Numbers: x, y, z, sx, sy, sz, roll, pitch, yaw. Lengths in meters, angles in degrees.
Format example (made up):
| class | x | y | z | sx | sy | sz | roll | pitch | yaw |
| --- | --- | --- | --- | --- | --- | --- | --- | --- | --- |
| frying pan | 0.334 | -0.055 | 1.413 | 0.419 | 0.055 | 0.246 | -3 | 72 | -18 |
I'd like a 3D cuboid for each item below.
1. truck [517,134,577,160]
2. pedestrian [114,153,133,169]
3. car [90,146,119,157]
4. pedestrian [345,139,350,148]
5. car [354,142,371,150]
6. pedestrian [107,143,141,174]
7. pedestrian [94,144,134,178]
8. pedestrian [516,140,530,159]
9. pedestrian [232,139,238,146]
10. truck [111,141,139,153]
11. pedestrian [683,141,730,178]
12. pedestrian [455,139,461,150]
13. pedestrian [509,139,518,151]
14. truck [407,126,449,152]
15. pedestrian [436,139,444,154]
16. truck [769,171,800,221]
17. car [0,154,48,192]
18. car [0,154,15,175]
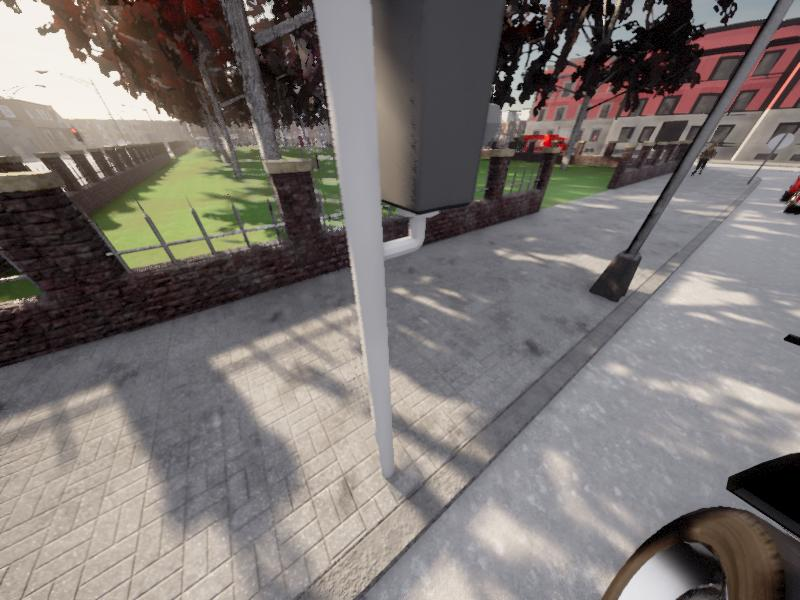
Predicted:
| class | x | y | z | sx | sy | sz | roll | pitch | yaw |
| --- | --- | --- | --- | --- | --- | --- | --- | --- | --- |
| truck | 18.157 | -19.172 | 28.865 | 2.627 | 2.467 | 5.204 | -23 | 41 | -28 |
| pedestrian | -23.567 | -11.822 | 19.683 | 0.500 | 1.100 | 0.500 | 21 | 40 | 27 |
| car | -50.984 | -25.787 | 40.004 | 1.812 | 1.442 | 4.674 | -22 | 41 | -28 |
| pedestrian | -13.663 | -40.538 | 59.721 | 0.751 | 1.860 | 0.751 | -26 | 42 | -31 |
| car | -10.163 | -41.782 | 62.519 | 2.152 | 1.651 | 5.027 | -22 | 41 | -28 |
| pedestrian | -20.240 | -10.408 | 16.992 | 0.751 | 1.860 | 0.751 | -22 | 41 | -28 |
| pedestrian | -18.627 | -9.088 | 15.107 | 0.751 | 1.860 | 0.751 | -22 | 41 | -28 |
| pedestrian | 14.231 | -17.429 | 26.721 | 0.751 | 1.860 | 0.751 | -22 | 41 | -28 |
| pedestrian | -53.561 | -51.141 | 75.035 | 0.751 | 1.860 | 0.751 | -14 | 37 | -19 |
| truck | -60.692 | -34.027 | 51.197 | 2.390 | 2.098 | 6.274 | -22 | 41 | -28 |
| pedestrian | 18.784 | -8.633 | 14.205 | 0.751 | 1.860 | 0.751 | -13 | 37 | -18 |
| pedestrian | 11.910 | -32.122 | 47.563 | 0.751 | 1.860 | 0.751 | -22 | 41 | -28 |
| pedestrian | 20.551 | -27.989 | 41.755 | 0.751 | 1.860 | 0.751 | -16 | 38 | -21 |
| truck | 4.960 | -30.566 | 43.952 | 2.891 | 3.827 | 8.468 | -22 | 41 | -28 |
| pedestrian | 6.266 | -23.974 | 36.068 | 0.751 | 1.860 | 0.751 | -22 | 41 | -28 |
| truck | 15.362 | -4.073 | 7.455 | 5.204 | 2.467 | 2.627 | -22 | 41 | -28 |
| car | -22.766 | -7.069 | 12.797 | 2.128 | 1.511 | 4.902 | -24 | 42 | -30 |
| car | -31.128 | -9.679 | 16.575 | 1.837 | 1.490 | 4.892 | -22 | 41 | -28 |
